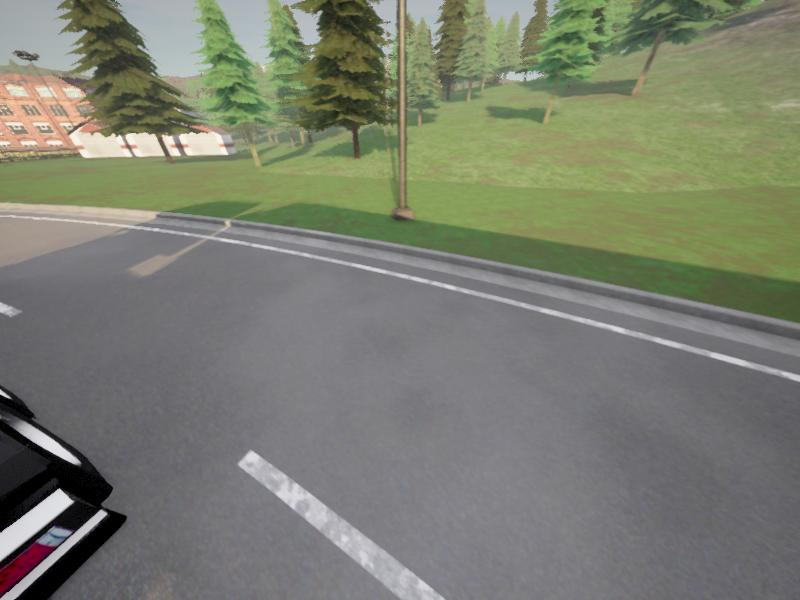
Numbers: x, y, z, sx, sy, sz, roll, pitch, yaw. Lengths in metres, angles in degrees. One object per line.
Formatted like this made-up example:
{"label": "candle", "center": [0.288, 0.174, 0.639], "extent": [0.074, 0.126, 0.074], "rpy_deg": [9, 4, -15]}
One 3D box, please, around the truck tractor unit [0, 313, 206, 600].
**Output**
{"label": "truck tractor unit", "center": [-5.221, -0.174, 0.600], "extent": [6.516, 4.208, 3.053], "rpy_deg": [14, 37, 18]}
